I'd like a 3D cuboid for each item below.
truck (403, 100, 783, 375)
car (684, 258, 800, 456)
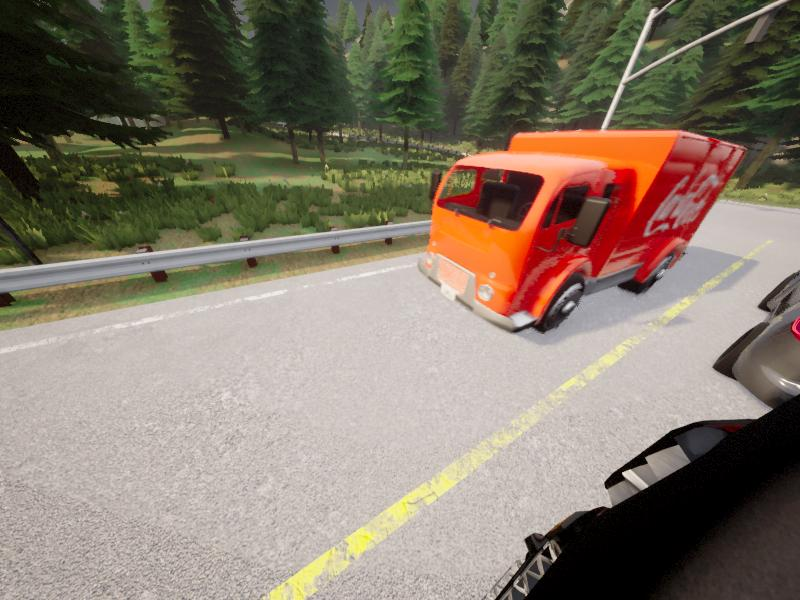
[{"bbox_3d":[3.012,-1.433,4.096,5.204,2.467,2.627,-16,38,-26],"label":"truck"},{"bbox_3d":[5.832,0.331,2.379,4.611,1.667,2.242,-16,38,-26],"label":"car"}]
